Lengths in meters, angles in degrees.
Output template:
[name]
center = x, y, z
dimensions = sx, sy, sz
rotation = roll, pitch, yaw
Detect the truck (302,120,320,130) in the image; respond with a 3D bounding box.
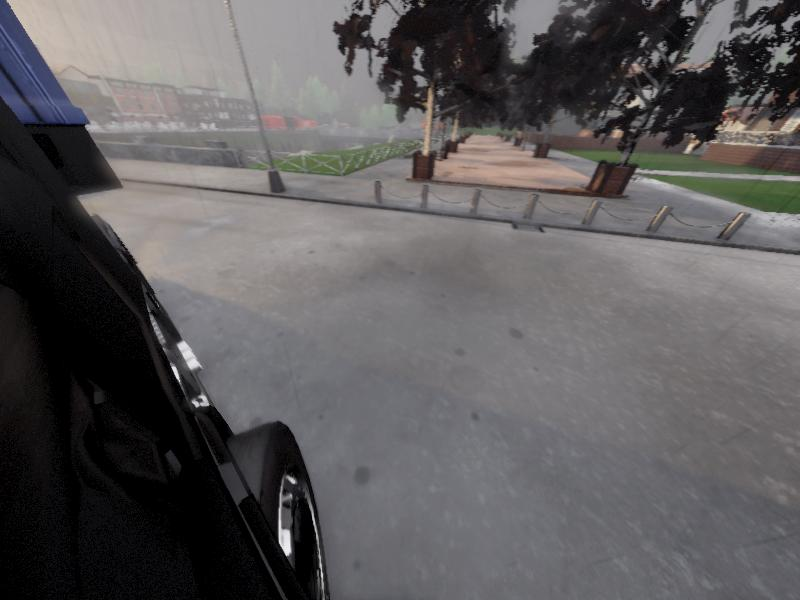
[truck]
center = -31.873, -62.711, 82.764
dimensions = 5.204, 2.467, 2.627
rotation = 11, 38, 11

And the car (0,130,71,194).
[car]
center = -15.517, -5.075, 8.241
dimensions = 5.238, 1.638, 1.930
rotation = 10, 38, 11

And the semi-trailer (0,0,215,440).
[semi-trailer]
center = -9.776, -2.467, 2.744
dimensions = 14.254, 4.402, 2.717
rotation = 13, 38, 14

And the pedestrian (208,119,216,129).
[pedestrian]
center = -46.326, -43.318, 56.942
dimensions = 0.751, 1.860, 0.751
rotation = 11, 38, 11

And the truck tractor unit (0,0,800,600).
[truck tractor unit]
center = -2.645, -0.295, 0.351
dimensions = 6.516, 4.208, 3.053
rotation = 28, 44, 30
